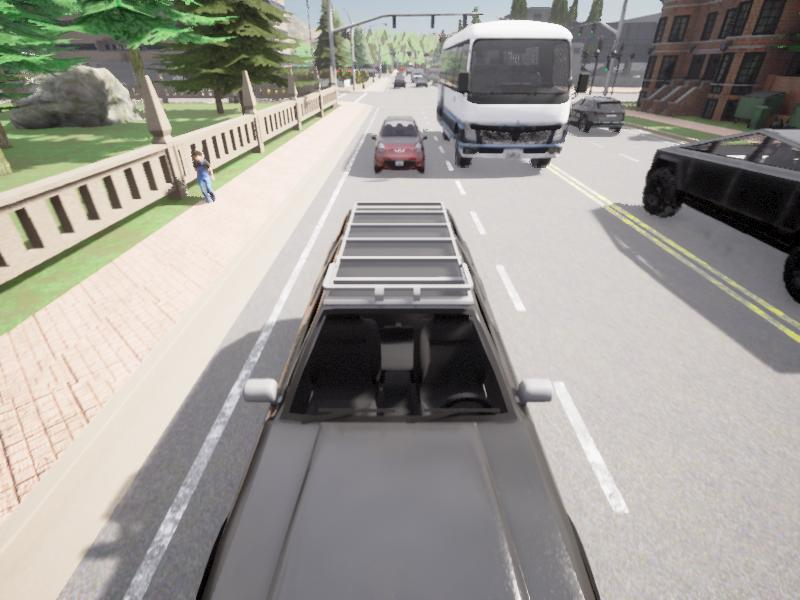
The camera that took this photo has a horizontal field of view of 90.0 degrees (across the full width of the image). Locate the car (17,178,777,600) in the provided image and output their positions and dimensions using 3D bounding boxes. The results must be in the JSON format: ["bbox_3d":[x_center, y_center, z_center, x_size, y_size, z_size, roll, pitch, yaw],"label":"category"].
[{"bbox_3d":[-0.010,0.536,3.214,1.932,1.855,4.605,0,31,0],"label":"car"}]

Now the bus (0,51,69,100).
[{"bbox_3d":[-42.106,-23.525,41.941,10.273,4.253,3.944,0,30,0],"label":"bus"}]

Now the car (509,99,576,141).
[{"bbox_3d":[6.982,-9.139,20.134,1.816,1.474,4.193,0,30,0],"label":"car"}]

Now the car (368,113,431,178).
[{"bbox_3d":[-0.015,-5.378,13.656,1.845,1.501,3.633,0,31,0],"label":"car"}]

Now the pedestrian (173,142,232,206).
[{"bbox_3d":[-4.596,-2.970,9.424,0.751,1.300,0.751,0,30,0],"label":"pedestrian"}]

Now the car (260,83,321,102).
[{"bbox_3d":[-10.692,-20.483,39.399,5.366,1.575,1.801,1,30,2],"label":"car"}]

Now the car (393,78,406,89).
[{"bbox_3d":[-0.035,-32.977,61.003,1.895,1.301,4.718,0,30,0],"label":"car"}]

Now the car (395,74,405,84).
[{"bbox_3d":[-0.043,-43.507,78.756,1.882,1.535,5.008,0,30,0],"label":"car"}]

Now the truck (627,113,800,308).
[{"bbox_3d":[6.989,-1.798,6.984,2.390,2.098,6.274,0,30,0],"label":"truck"}]

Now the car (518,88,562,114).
[{"bbox_3d":[10.478,-15.123,30.353,1.816,1.474,4.193,0,30,0],"label":"car"}]

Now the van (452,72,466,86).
[{"bbox_3d":[10.460,-39.463,71.404,1.775,1.987,4.442,0,30,0],"label":"van"}]

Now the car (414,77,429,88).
[{"bbox_3d":[3.461,-35.247,64.779,2.033,1.411,5.357,0,30,0],"label":"car"}]

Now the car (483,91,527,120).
[{"bbox_3d":[6.978,-13.221,27.104,1.816,1.474,4.193,0,30,0],"label":"car"}]

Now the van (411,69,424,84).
[{"bbox_3d":[3.455,-44.410,79.408,2.351,2.431,6.366,0,30,0],"label":"van"}]

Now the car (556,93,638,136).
[{"bbox_3d":[10.482,-10.211,21.816,2.033,1.649,4.856,0,30,0],"label":"car"}]

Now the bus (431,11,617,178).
[{"bbox_3d":[3.606,-8.217,15.814,3.944,4.253,10.273,0,30,0],"label":"bus"}]
